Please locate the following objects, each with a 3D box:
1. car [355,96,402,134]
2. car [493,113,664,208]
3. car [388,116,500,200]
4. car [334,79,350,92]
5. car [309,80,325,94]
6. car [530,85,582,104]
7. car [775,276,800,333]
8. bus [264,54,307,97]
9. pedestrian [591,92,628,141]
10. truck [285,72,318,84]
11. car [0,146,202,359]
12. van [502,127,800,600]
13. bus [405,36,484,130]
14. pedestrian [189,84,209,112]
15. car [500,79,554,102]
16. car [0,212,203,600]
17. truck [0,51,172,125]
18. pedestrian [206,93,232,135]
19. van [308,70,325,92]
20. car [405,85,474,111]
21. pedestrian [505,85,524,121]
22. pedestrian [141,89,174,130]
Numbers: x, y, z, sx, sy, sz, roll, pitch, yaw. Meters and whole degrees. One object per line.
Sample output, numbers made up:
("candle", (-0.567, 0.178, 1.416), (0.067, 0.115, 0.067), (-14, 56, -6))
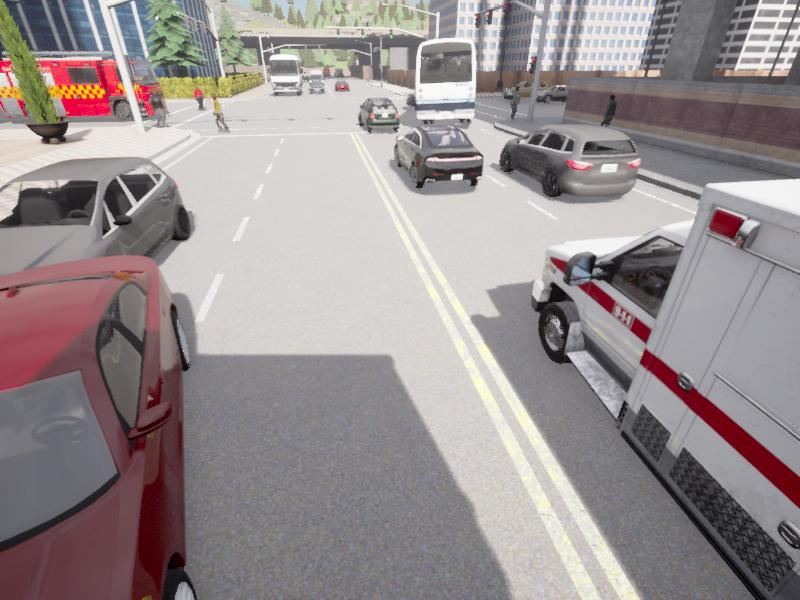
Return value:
("car", (-1.237, -10.260, 22.041), (1.789, 1.549, 3.705), (-7, 31, -13))
("car", (4.742, -4.275, 11.671), (2.242, 1.667, 4.611), (-5, 31, -9))
("car", (1.049, -4.591, 12.372), (2.128, 1.511, 4.902), (-5, 31, -9))
("car", (-8.381, -30.798, 57.391), (1.994, 1.385, 4.181), (-5, 31, -9))
("car", (-10.749, -27.582, 51.814), (1.812, 1.442, 4.674), (-5, 31, -9))
("car", (14.612, -19.327, 37.613), (3.806, 1.475, 1.970), (-5, 31, -8))
("car", (6.562, 0.838, 3.001), (1.801, 1.575, 5.366), (-5, 31, -9))
("bus", (-13.899, -27.983, 49.723), (3.944, 4.253, 10.273), (-5, 31, -9))
("pedestrian", (9.250, -8.127, 17.718), (0.751, 1.860, 0.751), (-16, 34, -25))
("truck", (-20.002, -45.185, 81.274), (6.274, 2.098, 2.390), (-5, 31, -9))
("car", (-5.119, -1.152, 6.351), (2.242, 1.667, 4.611), (-5, 30, -8))
("van", (3.107, 0.759, 2.303), (2.351, 2.431, 6.366), (-5, 31, -9))
("bus", (3.045, -13.890, 25.586), (3.944, 4.253, 10.273), (2, 30, 9))
("pedestrian", (-15.446, -15.536, 30.740), (0.751, 1.860, 0.751), (-26, 39, -37))
("car", (12.698, -21.111, 40.271), (4.605, 1.855, 1.932), (-4, 31, -7))
("car", (-2.698, 0.938, 2.882), (1.882, 1.535, 5.008), (-14, 33, -22))
("truck", (-19.861, -13.337, 25.087), (8.468, 3.827, 2.891), (-5, 31, -7))
("pedestrian", (-9.186, -9.452, 20.314), (0.751, 1.860, 0.751), (-16, 34, -25))
("van", (-12.140, -31.902, 58.127), (1.988, 2.561, 5.915), (-5, 31, -9))
("car", (3.152, -16.535, 32.686), (5.238, 1.638, 1.930), (-6, 31, -9))
("pedestrian", (6.895, -11.874, 24.136), (0.751, 1.860, 0.751), (11, 32, 18))
("pedestrian", (-12.684, -10.002, 20.960), (0.751, 1.860, 0.751), (19, 36, 30))
